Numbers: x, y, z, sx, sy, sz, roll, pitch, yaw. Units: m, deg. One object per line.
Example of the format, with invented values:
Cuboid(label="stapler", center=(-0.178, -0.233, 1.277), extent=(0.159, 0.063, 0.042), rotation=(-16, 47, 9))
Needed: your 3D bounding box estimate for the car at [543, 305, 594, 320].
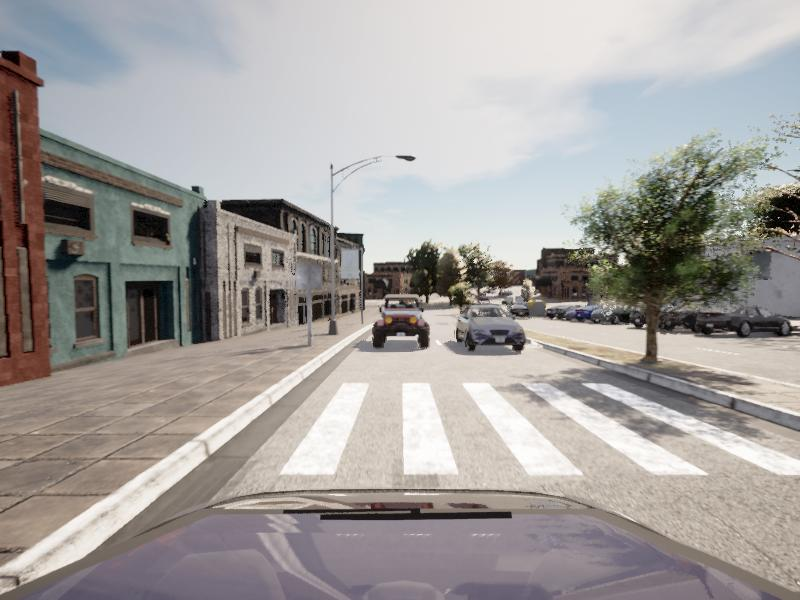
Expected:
Cuboid(label="car", center=(18.219, 1.348, 43.368), extent=(4.792, 1.488, 2.163), rotation=(1, -1, -15))

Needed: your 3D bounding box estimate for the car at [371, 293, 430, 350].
Cuboid(label="car", center=(0.058, 0.717, 14.928), extent=(1.905, 1.878, 3.866), rotation=(0, -1, 1))

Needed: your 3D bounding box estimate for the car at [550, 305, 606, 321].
Cuboid(label="car", center=(17.937, 1.272, 40.416), extent=(4.892, 1.521, 2.231), rotation=(1, -1, -15))

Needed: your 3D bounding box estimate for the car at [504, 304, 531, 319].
Cuboid(label="car", center=(13.421, 1.279, 45.971), extent=(1.930, 1.638, 5.238), rotation=(0, -1, 5))

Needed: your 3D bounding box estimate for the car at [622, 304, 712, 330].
Cuboid(label="car", center=(17.124, 1.062, 25.675), extent=(4.892, 1.521, 2.231), rotation=(1, -1, -18))

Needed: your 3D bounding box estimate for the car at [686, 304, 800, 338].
Cuboid(label="car", center=(16.990, 0.988, 19.762), extent=(4.892, 1.521, 2.231), rotation=(1, -1, -19))

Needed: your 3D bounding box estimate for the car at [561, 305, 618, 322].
Cuboid(label="car", center=(17.729, 1.267, 37.465), extent=(4.674, 1.452, 2.002), rotation=(1, -1, -16))

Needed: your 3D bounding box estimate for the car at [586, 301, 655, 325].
Cuboid(label="car", center=(17.407, 1.016, 31.583), extent=(4.553, 1.767, 2.185), rotation=(1, -1, -17))

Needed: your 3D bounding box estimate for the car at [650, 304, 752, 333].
Cuboid(label="car", center=(17.044, 1.024, 22.721), extent=(4.892, 1.521, 2.231), rotation=(1, -1, -18))

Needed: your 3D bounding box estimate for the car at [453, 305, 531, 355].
Cuboid(label="car", center=(3.031, 0.919, 14.119), extent=(1.816, 1.474, 4.193), rotation=(0, -1, 0))

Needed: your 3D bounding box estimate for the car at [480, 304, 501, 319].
Cuboid(label="car", center=(10.479, 1.285, 46.649), extent=(1.851, 1.617, 3.988), rotation=(0, -1, 5))

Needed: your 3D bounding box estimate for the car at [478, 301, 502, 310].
Cuboid(label="car", center=(19.604, 1.165, 86.641), extent=(5.238, 1.638, 1.930), rotation=(-2, 4, -33))

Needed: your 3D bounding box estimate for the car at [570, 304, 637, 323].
Cuboid(label="car", center=(17.531, 1.183, 34.522), extent=(5.008, 1.535, 2.097), rotation=(1, -1, -16))
